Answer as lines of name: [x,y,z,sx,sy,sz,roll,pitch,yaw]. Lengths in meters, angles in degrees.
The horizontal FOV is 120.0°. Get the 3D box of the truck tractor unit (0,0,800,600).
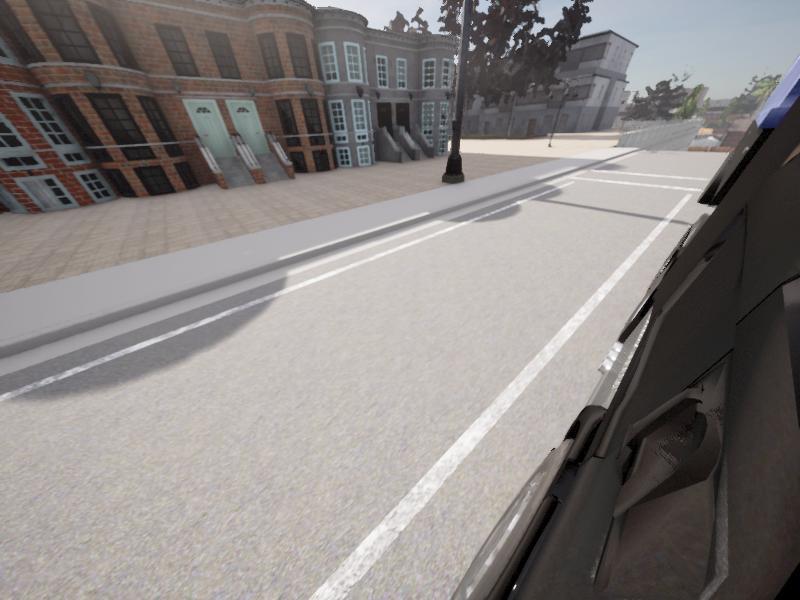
truck tractor unit: [2.645,-0.295,0.352,6.516,4.208,3.053,-28,44,-30]

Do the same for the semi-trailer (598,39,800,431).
semi-trailer: [8.696,-3.611,4.223,14.254,4.402,2.717,-28,44,-30]
